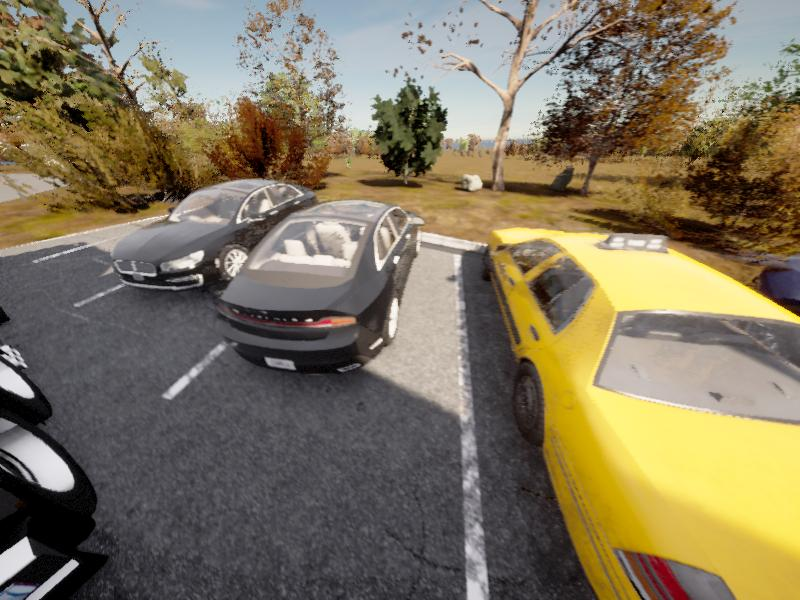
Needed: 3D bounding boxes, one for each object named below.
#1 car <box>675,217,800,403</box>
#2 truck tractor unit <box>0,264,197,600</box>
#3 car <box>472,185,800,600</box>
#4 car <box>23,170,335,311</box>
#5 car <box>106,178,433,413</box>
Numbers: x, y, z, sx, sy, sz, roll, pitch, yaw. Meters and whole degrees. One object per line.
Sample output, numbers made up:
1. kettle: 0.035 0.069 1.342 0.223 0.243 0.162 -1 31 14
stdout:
1. car: 5.136 0.999 1.237 2.163 1.488 4.792 6 35 8
2. truck tractor unit: -5.112 -0.300 0.780 6.516 4.208 3.053 18 39 24
3. car: 2.226 -0.106 2.794 1.946 1.575 5.366 6 35 8
4. car: -3.675 -1.923 5.449 2.231 1.521 4.892 6 35 8
5. car: -0.742 -0.956 4.040 2.231 1.521 4.892 6 35 8
